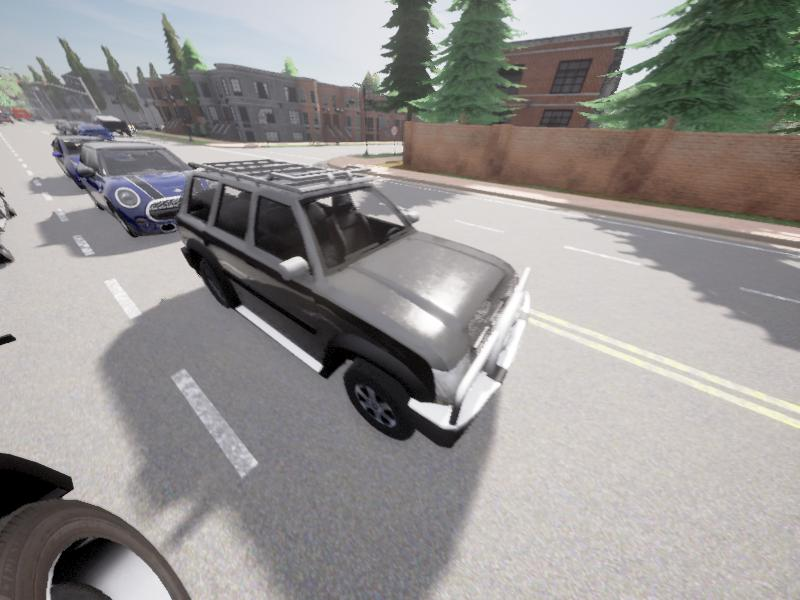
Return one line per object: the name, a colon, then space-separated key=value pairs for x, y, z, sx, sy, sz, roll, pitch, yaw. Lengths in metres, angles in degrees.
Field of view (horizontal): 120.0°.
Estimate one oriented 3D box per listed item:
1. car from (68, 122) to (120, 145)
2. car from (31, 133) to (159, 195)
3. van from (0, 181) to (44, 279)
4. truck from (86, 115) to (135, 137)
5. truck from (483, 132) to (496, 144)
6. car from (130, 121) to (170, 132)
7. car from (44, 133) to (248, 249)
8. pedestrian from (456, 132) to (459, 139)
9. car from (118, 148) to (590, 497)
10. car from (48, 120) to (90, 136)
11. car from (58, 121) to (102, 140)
car: x=-29.294 y=-15.996 z=22.131 sx=5.008 sy=1.535 sz=1.882 roll=25 pitch=42 yaw=27
car: x=-11.985 y=-5.505 z=9.097 sx=4.514 sy=1.525 sz=2.007 roll=25 pitch=42 yaw=27
van: x=-9.488 y=-2.168 z=3.994 sx=6.366 sy=2.431 sz=2.351 roll=25 pitch=42 yaw=27
truck: x=-37.788 y=-22.677 z=30.130 sx=6.274 sy=2.098 sz=2.390 roll=25 pitch=42 yaw=27
truck: x=24.398 y=-43.981 z=62.582 sx=2.627 sy=2.467 sz=5.204 roll=13 pitch=38 yaw=14
car: x=-47.355 y=-32.910 z=43.871 sx=2.007 sy=1.525 sz=4.514 roll=24 pitch=42 yaw=26
car: x=-6.509 y=-3.107 z=5.989 sx=4.553 sy=1.767 sz=2.097 roll=25 pitch=42 yaw=27
pedestrian: x=20.527 y=-58.920 z=82.735 sx=0.751 sy=1.860 sz=0.751 roll=10 pitch=37 yaw=10
car: x=-0.891 y=-0.568 z=2.856 sx=4.605 sy=1.855 sz=1.932 roll=24 pitch=42 yaw=27
car: x=-41.276 y=-21.424 z=28.803 sx=5.357 sy=1.411 sz=2.033 roll=25 pitch=42 yaw=27
car: x=-35.072 y=-18.622 z=25.339 sx=4.892 sy=1.490 sz=1.837 roll=25 pitch=42 yaw=27
